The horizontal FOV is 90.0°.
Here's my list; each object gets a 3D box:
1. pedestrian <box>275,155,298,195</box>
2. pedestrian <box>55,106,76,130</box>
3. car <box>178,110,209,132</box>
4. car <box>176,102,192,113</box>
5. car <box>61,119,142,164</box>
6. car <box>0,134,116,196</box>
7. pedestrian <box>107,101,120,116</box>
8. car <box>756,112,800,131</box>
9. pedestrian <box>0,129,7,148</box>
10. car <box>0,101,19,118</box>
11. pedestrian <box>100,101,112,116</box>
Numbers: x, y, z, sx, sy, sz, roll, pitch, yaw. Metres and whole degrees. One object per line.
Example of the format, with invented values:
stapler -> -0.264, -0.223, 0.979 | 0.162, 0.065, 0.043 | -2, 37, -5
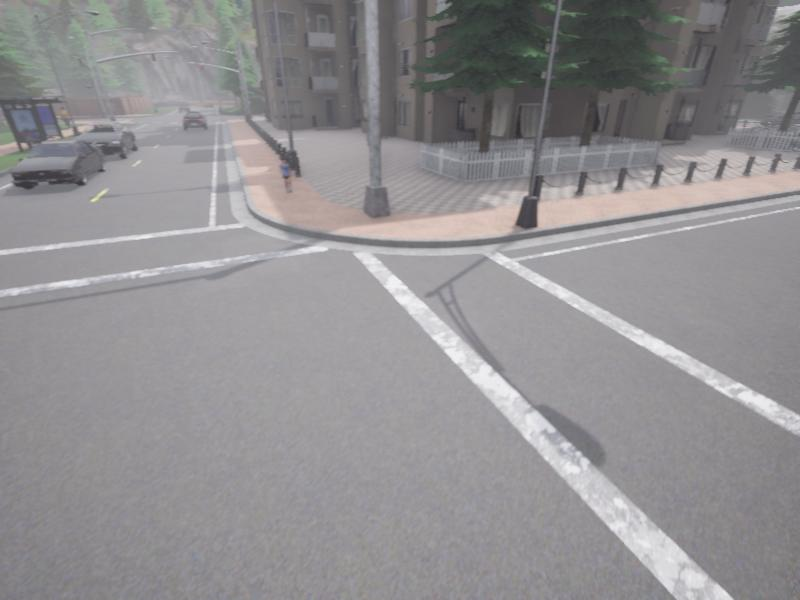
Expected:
pedestrian -> -3.578, -3.933, 12.579 | 0.500, 1.100, 0.500 | -11, 29, -20
pedestrian -> -28.688, -15.626, 34.349 | 0.751, 1.860, 0.751 | -12, 30, -22
car -> -19.020, -16.687, 37.134 | 2.038, 1.542, 4.974 | -10, 29, -19
car -> -37.323, -33.315, 69.217 | 1.789, 1.549, 3.705 | -10, 29, -19
car -> -15.680, -8.594, 21.404 | 2.152, 1.651, 5.027 | -10, 29, -19
car -> -12.969, -5.392, 15.467 | 2.033, 1.411, 5.357 | -10, 29, -19
pedestrian -> -39.382, -26.304, 54.962 | 0.751, 1.860, 0.751 | 14, 31, 25
car -> 36.205, -16.203, 36.308 | 2.033, 1.411, 5.357 | -11, 29, -20
pedestrian -> -23.807, -9.841, 23.175 | 0.751, 1.860, 0.751 | -10, 29, -19
car -> -53.449, -25.498, 53.471 | 1.932, 1.855, 4.605 | -11, 29, -20
pedestrian -> -40.473, -26.398, 55.142 | 0.751, 1.860, 0.751 | -11, 29, -21
